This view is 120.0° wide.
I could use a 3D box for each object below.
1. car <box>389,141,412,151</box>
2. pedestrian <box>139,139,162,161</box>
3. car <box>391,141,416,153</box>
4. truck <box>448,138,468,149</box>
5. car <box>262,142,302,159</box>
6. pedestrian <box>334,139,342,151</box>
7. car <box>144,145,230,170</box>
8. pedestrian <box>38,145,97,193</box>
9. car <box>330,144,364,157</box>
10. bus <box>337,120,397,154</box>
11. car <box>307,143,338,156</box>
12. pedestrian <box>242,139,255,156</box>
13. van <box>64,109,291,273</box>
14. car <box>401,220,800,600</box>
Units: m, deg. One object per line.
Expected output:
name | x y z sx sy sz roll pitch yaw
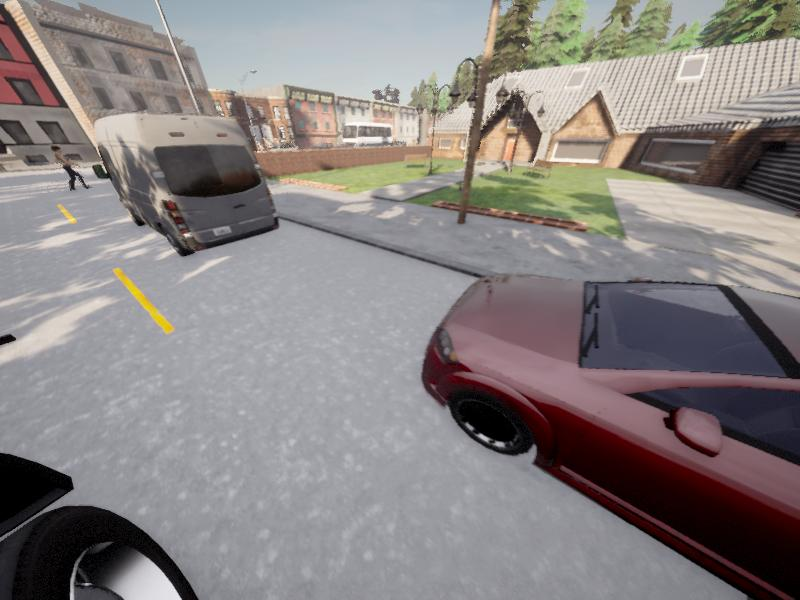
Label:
car | 0.194 -31.290 46.914 1.801 1.575 5.366 22 41 28
pedestrian | -25.698 -15.495 23.829 0.751 1.860 0.751 19 39 25
car | 0.671 -27.724 41.780 2.242 1.667 4.611 22 41 28
truck | 14.606 -39.193 57.792 2.390 2.098 6.274 22 41 28
car | -14.904 -19.061 29.421 1.851 1.617 3.988 22 41 28
pedestrian | -11.631 -29.182 43.444 0.751 1.860 0.751 22 41 28
car | -18.116 -12.392 19.996 1.882 1.535 5.008 22 41 28
pedestrian | -15.590 -6.175 10.879 0.751 1.860 0.751 22 41 28
car | -7.340 -21.131 32.561 1.812 1.442 4.674 22 41 28
bus | -5.212 -27.873 39.705 3.944 4.253 10.273 22 41 28
car | -11.230 -22.006 33.695 1.845 1.501 3.633 22 41 28
pedestrian | -19.657 -19.816 30.008 0.751 1.860 0.751 -28 44 -34
van | -5.810 -3.069 6.010 5.915 2.561 1.988 23 41 29
car | 2.296 0.685 1.769 4.181 1.385 1.994 22 41 28
